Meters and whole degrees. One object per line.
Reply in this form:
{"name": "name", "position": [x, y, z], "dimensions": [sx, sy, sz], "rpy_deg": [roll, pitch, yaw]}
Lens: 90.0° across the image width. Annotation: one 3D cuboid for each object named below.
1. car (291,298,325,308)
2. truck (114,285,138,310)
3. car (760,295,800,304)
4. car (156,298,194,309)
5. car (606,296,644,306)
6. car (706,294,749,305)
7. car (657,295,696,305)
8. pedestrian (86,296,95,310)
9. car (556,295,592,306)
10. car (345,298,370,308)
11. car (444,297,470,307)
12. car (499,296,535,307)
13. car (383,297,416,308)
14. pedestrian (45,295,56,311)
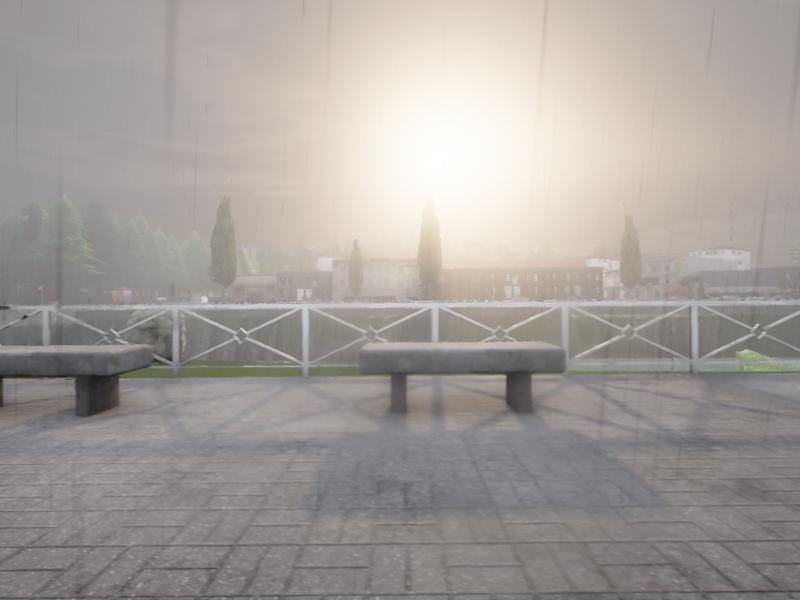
{"name": "car", "position": [-14.740, 0.461, 64.333], "dimensions": [5.027, 1.651, 2.152], "rpy_deg": [-1, 0, 0]}
{"name": "truck", "position": [-45.722, -0.401, 66.735], "dimensions": [2.891, 3.827, 8.468], "rpy_deg": [0, 0, -37]}
{"name": "car", "position": [61.235, -0.058, 64.450], "dimensions": [4.892, 1.490, 1.837], "rpy_deg": [0, 0, 0]}
{"name": "car", "position": [-36.063, 0.618, 64.275], "dimensions": [4.856, 1.649, 2.033], "rpy_deg": [-1, 0, -1]}
{"name": "car", "position": [36.158, 0.090, 64.413], "dimensions": [4.974, 1.542, 2.038], "rpy_deg": [0, 0, 0]}
{"name": "car", "position": [52.726, -0.061, 64.438], "dimensions": [5.238, 1.638, 1.930], "rpy_deg": [0, 0, 0]}
{"name": "car", "position": [44.452, 0.053, 64.425], "dimensions": [5.008, 1.535, 1.882], "rpy_deg": [0, 0, 0]}
{"name": "pedestrian", "position": [-41.350, 0.387, 53.418], "dimensions": [0.751, 1.860, 0.751], "rpy_deg": [0, 0, -11]}
{"name": "car", "position": [28.015, 0.124, 64.400], "dimensions": [4.856, 1.649, 2.033], "rpy_deg": [0, 0, 0]}
{"name": "car", "position": [-6.838, 0.474, 64.344], "dimensions": [3.806, 1.475, 1.970], "rpy_deg": [0, 0, 0]}
{"name": "car", "position": [9.141, 0.352, 64.369], "dimensions": [3.806, 1.475, 1.970], "rpy_deg": [0, 0, 0]}
{"name": "car", "position": [18.842, 0.196, 64.384], "dimensions": [5.238, 1.638, 1.930], "rpy_deg": [0, 0, 0]}
{"name": "car", "position": [-0.111, 0.341, 64.357], "dimensions": [5.238, 1.638, 1.930], "rpy_deg": [-1, 0, 0]}
{"name": "pedestrian", "position": [-41.855, 0.376, 47.895], "dimensions": [0.751, 1.860, 0.751], "rpy_deg": [0, 0, -3]}
